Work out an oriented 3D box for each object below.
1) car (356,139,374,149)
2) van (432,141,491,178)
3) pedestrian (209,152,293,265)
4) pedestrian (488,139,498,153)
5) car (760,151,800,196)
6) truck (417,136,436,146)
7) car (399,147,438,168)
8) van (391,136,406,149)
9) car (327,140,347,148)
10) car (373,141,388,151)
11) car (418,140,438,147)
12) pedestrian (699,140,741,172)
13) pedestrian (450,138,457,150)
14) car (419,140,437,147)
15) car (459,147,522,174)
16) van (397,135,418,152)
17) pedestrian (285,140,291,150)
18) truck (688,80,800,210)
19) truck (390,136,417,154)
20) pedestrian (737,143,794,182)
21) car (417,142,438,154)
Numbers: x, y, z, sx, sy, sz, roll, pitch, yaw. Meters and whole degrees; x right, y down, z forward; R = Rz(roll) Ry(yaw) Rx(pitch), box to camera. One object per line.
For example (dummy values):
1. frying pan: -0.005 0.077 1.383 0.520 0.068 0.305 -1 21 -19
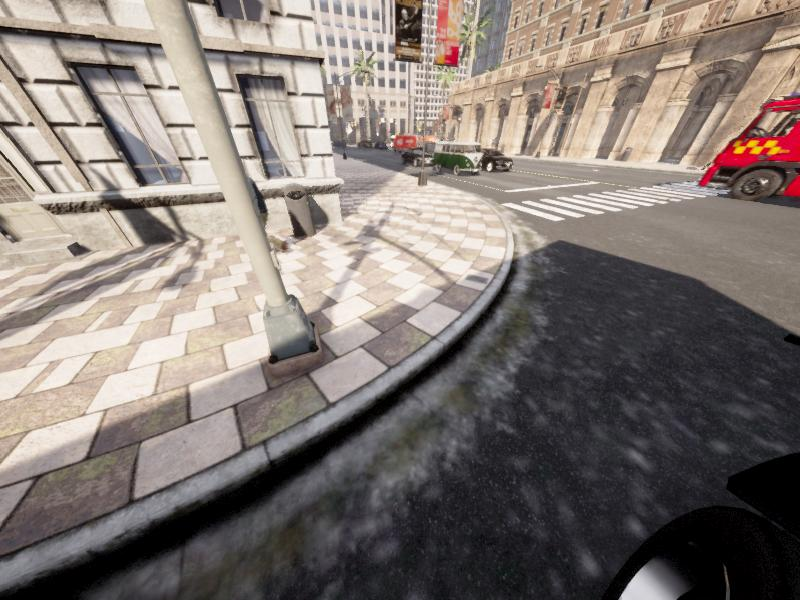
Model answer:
1. car: -8.514 -37.547 55.620 1.932 1.855 4.605 -25 42 -31
2. van: 4.257 -10.413 16.937 1.775 1.987 4.442 -14 37 -18
3. pedestrian: -2.790 -1.756 4.504 0.751 1.860 0.751 -18 39 -24
4. pedestrian: 14.625 -24.363 36.466 0.751 1.860 0.751 -19 39 -24
5. car: 19.617 -4.835 9.220 1.930 1.638 5.238 -14 38 -18
6. truck: 8.303 -49.523 71.986 5.204 2.467 2.627 -13 37 -18
7. car: 1.623 -13.832 22.276 1.812 1.442 4.674 -14 37 -18
8. van: -0.354 -37.608 55.039 1.988 2.561 5.915 9 36 13
9. car: -16.517 -40.907 60.518 4.553 1.767 2.097 10 37 15
10. car: -4.195 -32.745 49.011 1.851 1.617 3.988 -14 38 -19
11. car: 7.956 -44.755 65.942 5.238 1.638 1.930 -13 37 -18
12. pedestrian: 22.131 -9.975 16.001 0.751 1.860 0.751 -14 37 -19
13. pedestrian: 10.502 -30.460 45.145 0.751 1.860 0.751 -14 37 -19
14. car: 8.349 -46.956 69.201 4.792 1.488 2.163 -13 37 -18
15. car: 7.130 -11.494 18.879 1.837 1.490 4.892 -14 37 -18
16. van: 1.402 -30.752 45.338 1.988 2.561 5.915 -12 37 -16
17. pedestrian: -24.905 -34.388 51.216 0.751 1.860 0.751 -12 37 -16
18. truck: 16.594 -4.659 7.094 2.891 3.827 8.468 -14 37 -18
19. truck: 0.557 -26.438 39.280 2.627 2.467 5.204 -14 37 -18
20. pedestrian: 21.289 -8.027 13.506 0.751 1.860 0.751 -7 36 -9
21. car: 4.592 -25.699 39.021 1.845 1.501 3.633 -13 37 -18
